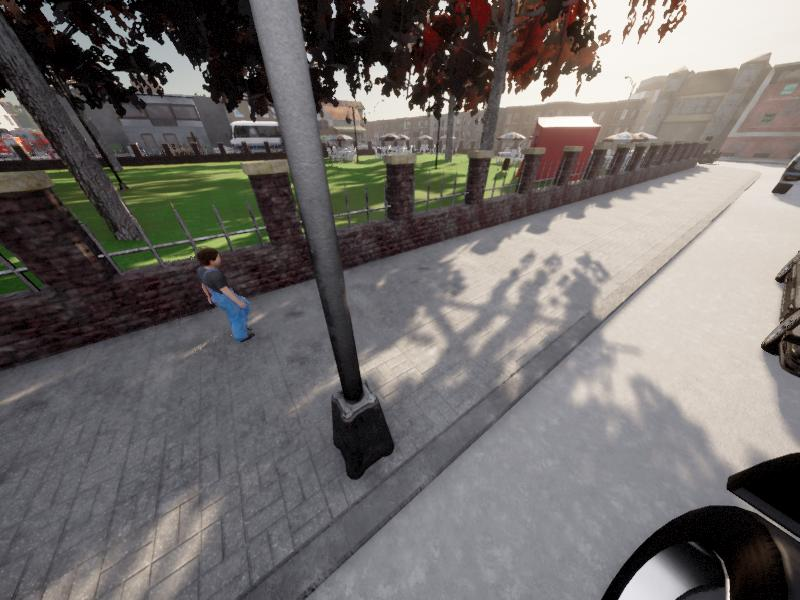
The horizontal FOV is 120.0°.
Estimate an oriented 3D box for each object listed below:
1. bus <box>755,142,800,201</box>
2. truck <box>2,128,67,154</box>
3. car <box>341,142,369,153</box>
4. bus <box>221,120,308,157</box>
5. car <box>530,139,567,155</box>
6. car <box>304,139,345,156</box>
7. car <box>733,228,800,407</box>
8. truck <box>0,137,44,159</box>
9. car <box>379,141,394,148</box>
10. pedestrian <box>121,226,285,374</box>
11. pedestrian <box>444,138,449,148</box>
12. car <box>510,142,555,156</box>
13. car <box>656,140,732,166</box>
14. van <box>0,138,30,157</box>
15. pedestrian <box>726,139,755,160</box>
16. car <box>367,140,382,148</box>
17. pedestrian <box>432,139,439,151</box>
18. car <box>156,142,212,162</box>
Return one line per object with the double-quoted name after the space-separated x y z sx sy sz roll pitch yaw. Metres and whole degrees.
21.434 -7.218 10.313 10.273 4.253 3.944 -22 41 -28 "bus"
-71.131 -31.221 45.370 2.891 3.827 8.468 -20 40 -26 "truck"
-8.373 -28.621 43.320 4.674 1.442 1.812 -20 40 -25 "car"
-20.505 -24.821 35.573 10.273 4.253 3.944 -22 41 -28 "bus"
22.484 -23.308 35.183 1.905 1.878 3.866 -22 41 -27 "car"
-12.061 -24.621 37.149 5.566 2.045 2.150 -24 42 -29 "car"
6.585 -0.100 2.805 5.357 1.411 2.033 -22 41 -28 "car"
-55.657 -21.982 33.349 2.627 2.467 5.204 -24 42 -29 "truck"
-3.874 -44.648 66.322 2.242 1.667 4.611 -22 41 -28 "car"
-2.044 -0.015 2.595 0.751 1.300 0.751 20 40 26 "pedestrian"
10.639 -35.888 52.914 0.751 1.860 0.751 -19 39 -25 "pedestrian"
19.091 -22.038 33.620 1.930 1.638 5.238 -22 40 -28 "car"
28.309 -14.334 22.412 1.905 1.878 3.866 -19 39 -25 "car"
-62.821 -24.005 36.291 2.351 2.431 6.366 -21 40 -26 "van"
36.440 -16.166 24.760 0.751 1.860 0.751 -12 37 -16 "pedestrian"
-7.139 -43.414 64.369 2.097 1.767 4.553 -22 41 -28 "car"
6.387 -28.049 41.808 0.751 1.860 0.751 25 42 31 "pedestrian"
-26.744 -18.583 28.832 4.605 1.855 1.932 -25 42 -29 "car"
